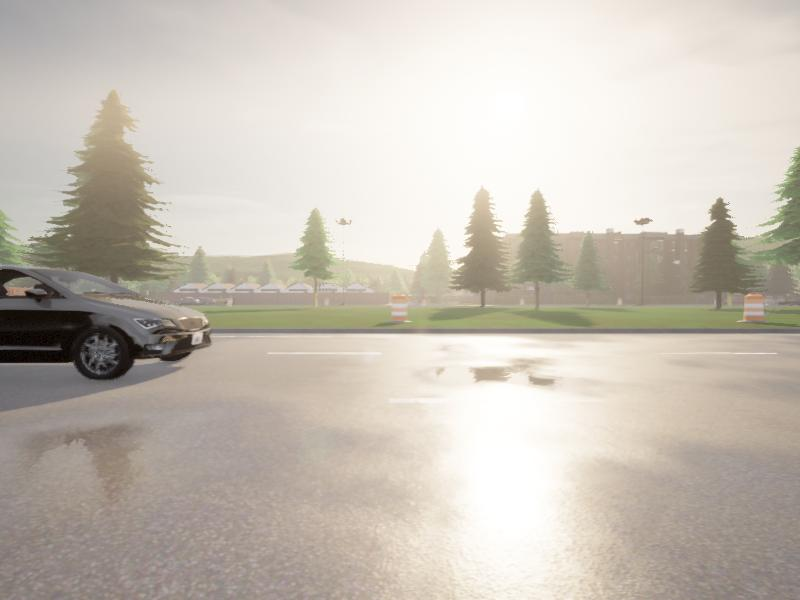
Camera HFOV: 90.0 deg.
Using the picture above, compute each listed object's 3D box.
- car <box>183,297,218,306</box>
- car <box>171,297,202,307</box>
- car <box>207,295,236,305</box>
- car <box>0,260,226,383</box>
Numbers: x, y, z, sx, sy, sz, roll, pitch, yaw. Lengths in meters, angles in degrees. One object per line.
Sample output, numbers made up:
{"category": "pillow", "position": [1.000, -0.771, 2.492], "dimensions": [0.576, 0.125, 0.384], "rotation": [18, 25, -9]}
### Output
{"category": "car", "position": [-33.604, 0.279, 67.407], "dimensions": [4.902, 1.511, 2.128], "rotation": [0, 0, 0]}
{"category": "car", "position": [-34.094, 0.304, 63.909], "dimensions": [3.806, 1.475, 1.970], "rotation": [0, 0, 0]}
{"category": "car", "position": [-33.116, 0.063, 74.406], "dimensions": [4.605, 1.855, 1.932], "rotation": [0, 0, 0]}
{"category": "car", "position": [-4.968, 0.256, 5.701], "dimensions": [4.193, 1.474, 1.816], "rotation": [0, 0, 0]}
